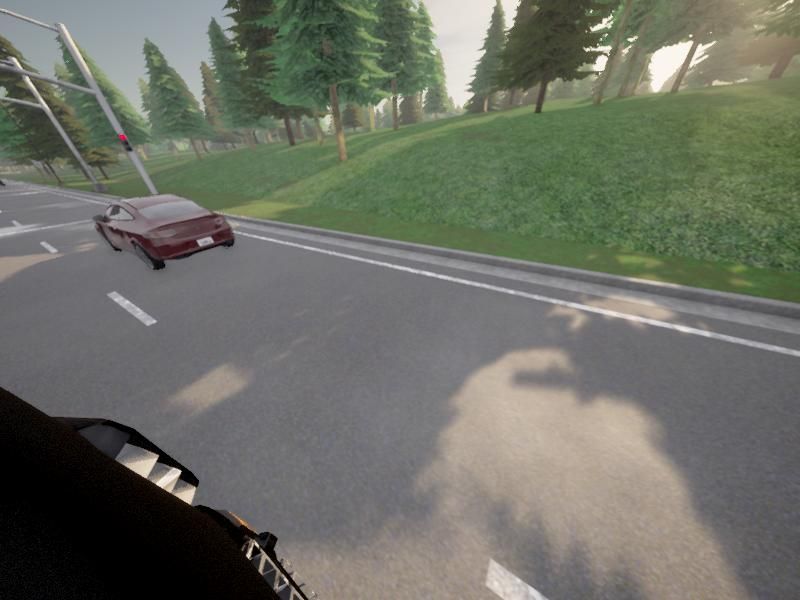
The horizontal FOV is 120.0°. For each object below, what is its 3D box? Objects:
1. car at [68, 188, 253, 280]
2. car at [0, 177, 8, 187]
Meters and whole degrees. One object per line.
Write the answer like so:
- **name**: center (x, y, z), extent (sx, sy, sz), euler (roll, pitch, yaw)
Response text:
- **car**: center (-6.466, -2.043, 6.239), extent (4.674, 1.442, 1.812), euler (16, 37, 26)
- **car**: center (-54.688, -15.934, 30.553), extent (5.238, 1.638, 1.930), euler (16, 38, 26)
